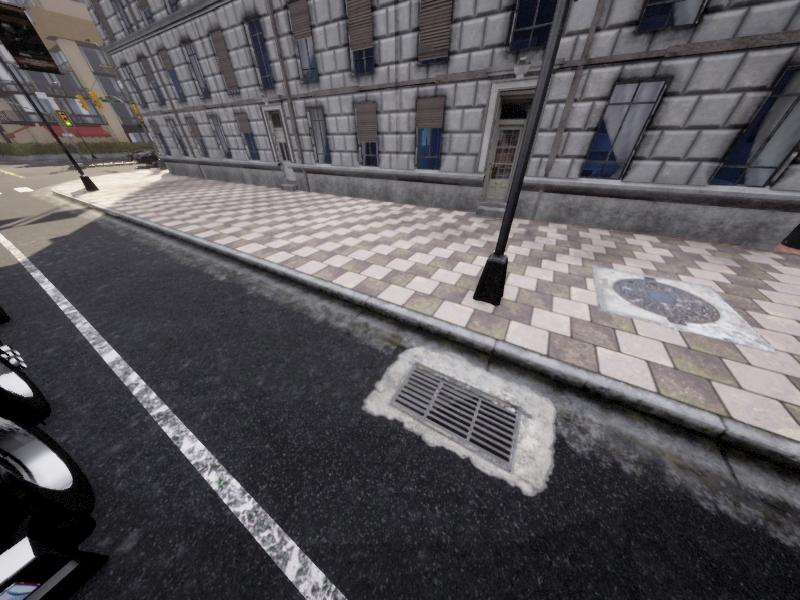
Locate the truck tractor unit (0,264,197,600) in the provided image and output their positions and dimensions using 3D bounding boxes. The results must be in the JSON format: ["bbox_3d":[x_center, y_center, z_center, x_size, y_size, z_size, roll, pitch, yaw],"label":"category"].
[{"bbox_3d":[-5.111,-0.301,0.778,6.516,4.208,3.053,18,39,24],"label":"truck tractor unit"}]

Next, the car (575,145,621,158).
[{"bbox_3d":[28.269,-21.258,33.041,4.674,1.442,1.812,24,41,31],"label":"car"}]

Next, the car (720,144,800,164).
[{"bbox_3d":[40.423,-16.350,25.731,1.930,1.638,5.238,-20,39,-26],"label":"car"}]
